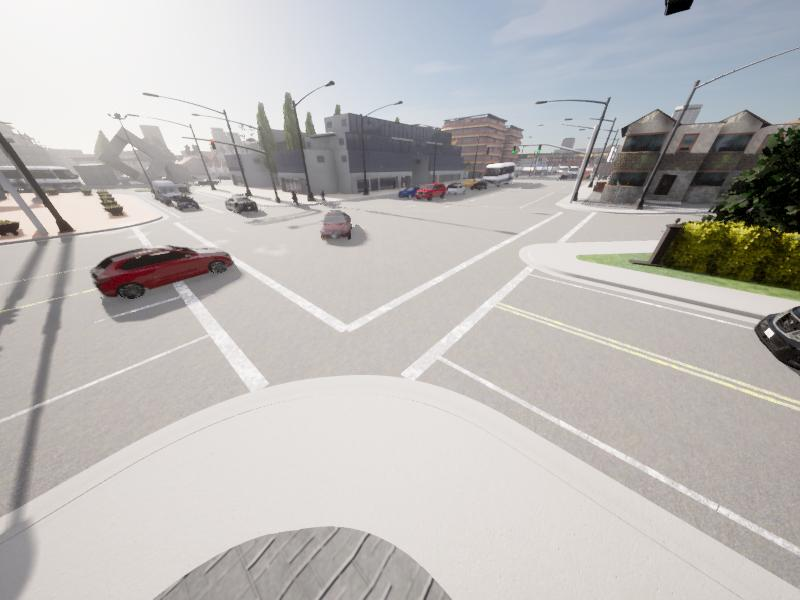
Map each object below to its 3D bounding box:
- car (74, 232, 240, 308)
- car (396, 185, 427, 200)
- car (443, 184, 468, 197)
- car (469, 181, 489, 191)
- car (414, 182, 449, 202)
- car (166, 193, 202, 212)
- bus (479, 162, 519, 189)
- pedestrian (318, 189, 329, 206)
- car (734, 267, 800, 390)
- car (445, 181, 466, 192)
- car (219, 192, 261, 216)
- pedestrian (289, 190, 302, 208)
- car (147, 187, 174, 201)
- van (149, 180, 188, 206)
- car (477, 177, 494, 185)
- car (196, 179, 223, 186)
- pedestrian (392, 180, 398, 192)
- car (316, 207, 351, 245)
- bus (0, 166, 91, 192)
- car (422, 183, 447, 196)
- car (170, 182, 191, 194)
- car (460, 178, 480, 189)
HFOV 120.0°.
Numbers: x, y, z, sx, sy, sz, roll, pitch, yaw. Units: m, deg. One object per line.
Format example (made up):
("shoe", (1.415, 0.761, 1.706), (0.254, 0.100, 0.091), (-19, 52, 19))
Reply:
("car", (-9.484, -1.485, 9.497), (1.816, 1.474, 4.193), (20, 36, 30))
("car", (1.789, -16.373, 35.030), (1.882, 1.535, 5.008), (22, 37, 34))
("car", (9.174, -18.066, 37.951), (1.812, 1.442, 4.674), (23, 38, 34))
("car", (15.007, -21.714, 43.915), (1.816, 1.474, 4.193), (23, 38, 34))
("car", (4.495, -15.481, 32.969), (2.150, 2.045, 5.566), (23, 37, 34))
("car", (-24.281, -11.043, 25.962), (4.193, 1.474, 1.816), (23, 37, 34))
("bus", (21.390, -26.884, 49.548), (3.944, 4.253, 10.273), (23, 40, 34))
("pedestrian", (-9.197, -12.291, 27.690), (0.751, 1.860, 0.751), (2, 30, 4))
("car", (11.035, 1.388, 3.860), (5.566, 2.045, 2.150), (23, 37, 34))
("car", (10.656, -21.736, 44.166), (1.994, 1.385, 4.181), (24, 39, 35))
("car", (-16.915, -10.203, 24.352), (5.238, 1.638, 1.930), (24, 38, 35))
("pedestrian", (-11.933, -11.491, 26.306), (0.751, 1.860, 0.751), (1, 30, 1))
("car", (-35.140, -15.621, 33.838), (3.633, 1.501, 1.845), (22, 37, 33))
("van", (-29.986, -13.922, 29.886), (5.915, 2.561, 1.988), (23, 37, 34))
("car", (19.897, -27.650, 53.586), (1.812, 1.442, 4.674), (23, 39, 35))
("car", (-48.961, -30.344, 59.473), (2.033, 1.411, 5.357), (3, 30, 6))
("pedestrian", (-0.928, -20.730, 41.878), (0.751, 1.860, 0.751), (19, 35, 29))
("car", (-4.417, -5.278, 16.027), (1.812, 1.442, 4.674), (-5, 30, -8))
("bus", (-68.222, -23.177, 44.193), (10.273, 4.253, 3.944), (-2, 30, -3))
("car", (5.948, -18.877, 39.331), (1.837, 1.490, 4.892), (22, 38, 34))
("car", (-39.723, -20.263, 41.765), (1.930, 1.638, 5.238), (-26, 39, -37))
("car", (14.715, -24.380, 48.283), (1.882, 1.535, 5.008), (23, 39, 34))
